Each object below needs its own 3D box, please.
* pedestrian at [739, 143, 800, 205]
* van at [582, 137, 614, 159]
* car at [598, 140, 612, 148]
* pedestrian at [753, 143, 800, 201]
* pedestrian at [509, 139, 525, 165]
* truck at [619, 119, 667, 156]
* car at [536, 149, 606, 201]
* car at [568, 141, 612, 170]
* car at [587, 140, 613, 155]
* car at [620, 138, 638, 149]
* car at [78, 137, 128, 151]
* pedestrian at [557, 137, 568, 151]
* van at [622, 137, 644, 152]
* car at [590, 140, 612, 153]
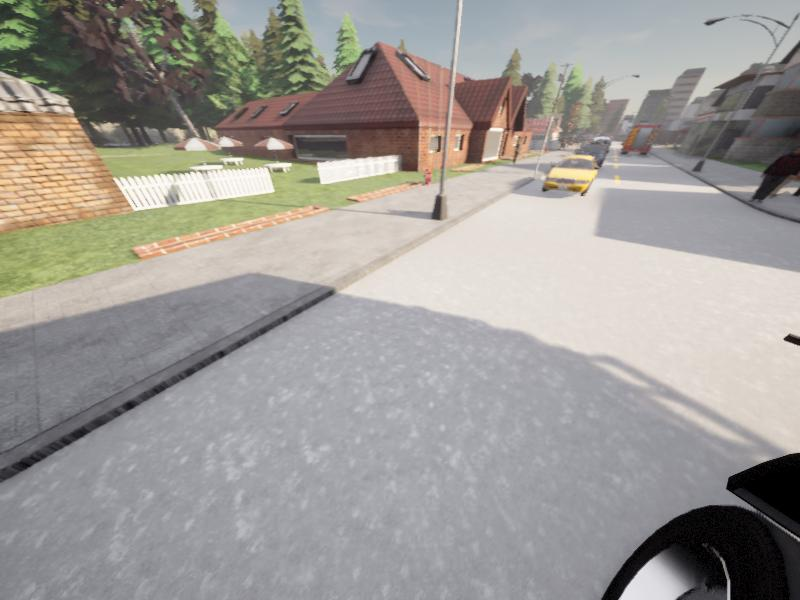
[{"bbox_3d":[13.678,-4.532,8.363,0.751,1.860,0.751,-24,42,-30],"label":"pedestrian"},{"bbox_3d":[23.648,-18.180,27.547,2.069,2.038,4.480,24,41,29],"label":"van"},{"bbox_3d":[51.077,-38.947,57.491,2.128,1.511,4.902,24,42,29],"label":"car"},{"bbox_3d":[15.221,-4.960,8.970,0.751,1.860,0.751,28,44,33],"label":"pedestrian"},{"bbox_3d":[10.038,-12.730,19.846,0.751,1.860,0.751,16,38,21],"label":"pedestrian"},{"bbox_3d":[33.773,-22.860,32.560,2.891,3.827,8.468,24,42,29],"label":"truck"},{"bbox_3d":[8.490,-6.289,11.300,1.801,1.575,5.366,24,42,29],"label":"car"},{"bbox_3d":[16.007,-12.182,19.362,2.097,1.767,4.553,24,42,29],"label":"car"},{"bbox_3d":[28.590,-21.853,32.999,2.242,1.667,4.611,24,42,29],"label":"car"},{"bbox_3d":[46.875,-32.093,47.356,1.930,1.638,5.238,24,42,29],"label":"car"},{"bbox_3d":[-57.951,-30.601,45.234,2.150,2.045,5.566,23,42,29],"label":"car"},{"bbox_3d":[25.923,-24.947,36.940,0.751,1.860,0.751,24,42,29],"label":"pedestrian"},{"bbox_3d":[39.025,-26.174,38.777,1.775,1.987,4.442,24,42,29],"label":"van"},{"bbox_3d":[32.668,-24.928,37.464,2.163,1.488,4.792,24,42,29],"label":"car"}]
